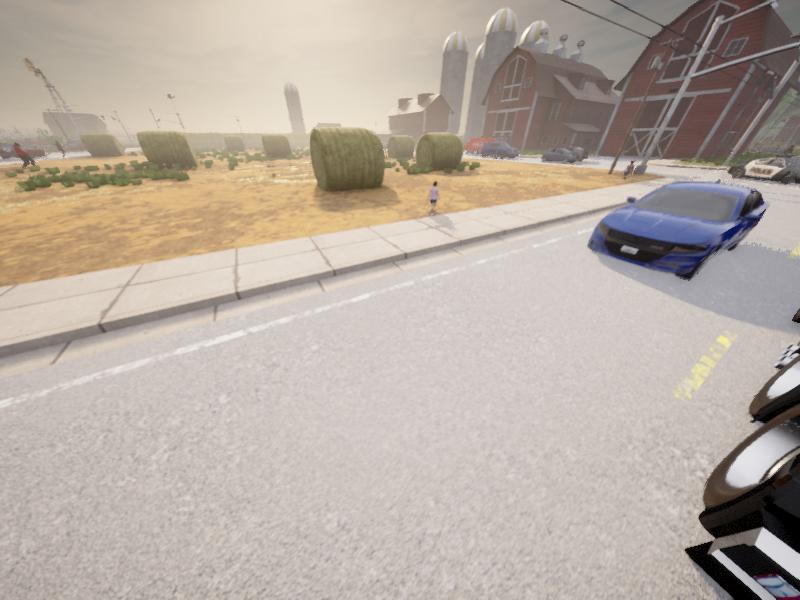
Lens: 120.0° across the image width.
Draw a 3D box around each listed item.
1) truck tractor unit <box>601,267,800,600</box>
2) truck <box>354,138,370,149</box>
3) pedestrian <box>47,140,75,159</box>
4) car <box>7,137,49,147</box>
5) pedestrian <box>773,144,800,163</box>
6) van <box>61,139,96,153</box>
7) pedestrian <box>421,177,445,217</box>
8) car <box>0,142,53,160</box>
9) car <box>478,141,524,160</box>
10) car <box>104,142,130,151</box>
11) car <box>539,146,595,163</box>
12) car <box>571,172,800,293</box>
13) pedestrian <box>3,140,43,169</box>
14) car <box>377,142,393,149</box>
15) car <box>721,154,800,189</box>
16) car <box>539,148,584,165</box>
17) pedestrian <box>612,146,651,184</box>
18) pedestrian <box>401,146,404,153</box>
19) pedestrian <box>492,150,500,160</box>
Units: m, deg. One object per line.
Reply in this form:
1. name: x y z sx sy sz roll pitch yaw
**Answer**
1. truck tractor unit: 5.113 -0.300 0.770 6.516 4.208 3.053 -18 39 -24
2. truck: -11.081 -45.580 67.192 2.627 2.467 5.204 -19 39 -25
3. pedestrian: -39.805 -17.731 27.149 0.751 1.860 0.751 -7 36 -10
4. car: -87.409 -37.164 54.393 4.611 1.667 2.242 -12 37 -20
5. pedestrian: 45.067 -17.065 26.960 0.751 1.860 0.751 -25 42 -32
6. van: -59.564 -28.667 42.896 1.775 1.987 4.442 -16 38 -22
7. pedestrian: 1.077 -3.378 7.585 0.500 1.100 0.500 22 40 28
8. car: -46.551 -18.457 28.502 2.097 1.767 4.553 -16 38 -22
9. car: 14.148 -21.341 32.942 2.150 2.045 5.566 -19 39 -25
10. car: -58.662 -31.789 47.911 1.970 1.475 3.806 -16 38 -22
11. car: 20.976 -18.532 29.307 2.152 1.651 5.027 -19 39 -25
12. car: 6.764 -1.941 5.501 5.008 1.535 1.882 -18 39 -24
13. pedestrian: -29.365 -11.324 18.031 0.751 1.860 0.751 -29 44 -35
14. car: -4.180 -42.504 63.631 2.038 1.542 4.974 -19 39 -25
15. car: 25.077 -8.501 15.064 2.038 1.542 4.974 5 35 10
16. car: 18.684 -16.792 26.891 1.845 1.501 3.633 -19 39 -25
17. pedestrian: 13.633 -7.991 13.640 0.751 1.860 0.751 -19 39 -25
18. pedestrian: 0.474 -28.080 43.035 0.500 1.100 0.500 0 35 0
19. pedestrian: 11.841 -17.867 28.454 0.500 1.100 0.500 30 44 35
